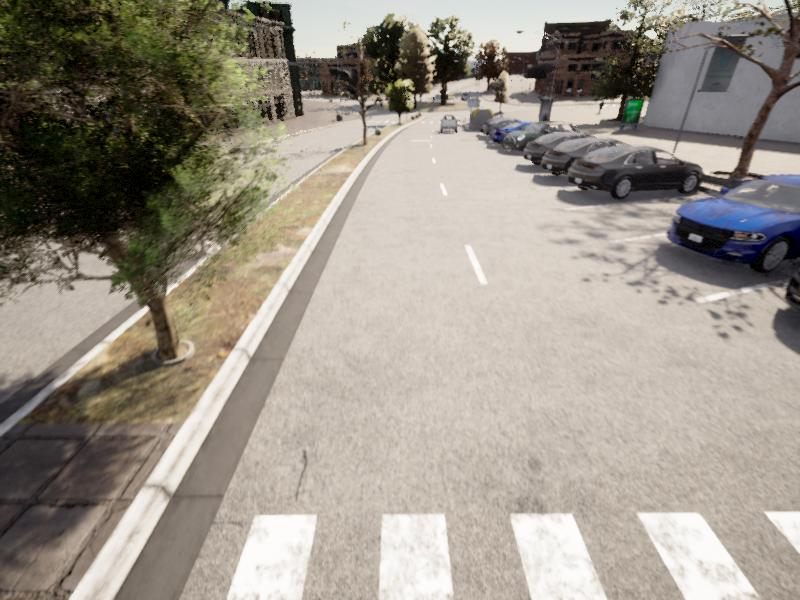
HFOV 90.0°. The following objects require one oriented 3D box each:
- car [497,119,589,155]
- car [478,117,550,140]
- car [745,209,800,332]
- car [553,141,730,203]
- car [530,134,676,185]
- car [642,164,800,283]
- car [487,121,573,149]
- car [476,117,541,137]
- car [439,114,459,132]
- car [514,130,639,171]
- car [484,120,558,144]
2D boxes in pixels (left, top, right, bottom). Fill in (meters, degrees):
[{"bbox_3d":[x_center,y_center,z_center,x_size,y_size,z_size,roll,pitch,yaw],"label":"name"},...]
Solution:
[{"bbox_3d":[8.542,-9.914,24.159,4.553,1.767,2.185,-7,28,-15],"label":"car"},{"bbox_3d":[9.081,-13.769,32.110,4.892,1.521,2.231,-6,27,-14],"label":"car"},{"bbox_3d":[8.079,-0.466,5.746,5.008,1.535,2.097,-9,29,-18],"label":"car"},{"bbox_3d":[8.114,-4.480,13.662,4.892,1.521,2.231,-8,28,-17],"label":"car"},{"bbox_3d":[8.171,-5.814,16.303,4.892,1.521,2.231,-8,28,-16],"label":"car"},{"bbox_3d":[8.084,-1.809,8.386,5.008,1.535,2.097,-9,29,-18],"label":"car"},{"bbox_3d":[8.670,-11.125,26.843,5.008,1.535,2.097,-7,27,-15],"label":"car"},{"bbox_3d":[9.367,-15.066,34.763,4.792,1.488,2.163,-6,27,-13],"label":"car"},{"bbox_3d":[4.878,-17.592,39.751,1.845,1.501,3.633,3,27,5],"label":"car"},{"bbox_3d":[8.254,-7.145,18.941,4.892,1.521,2.231,-8,28,-16],"label":"car"},{"bbox_3d":[8.871,-12.410,29.491,4.674,1.452,2.002,-6,28,-14],"label":"car"}]
